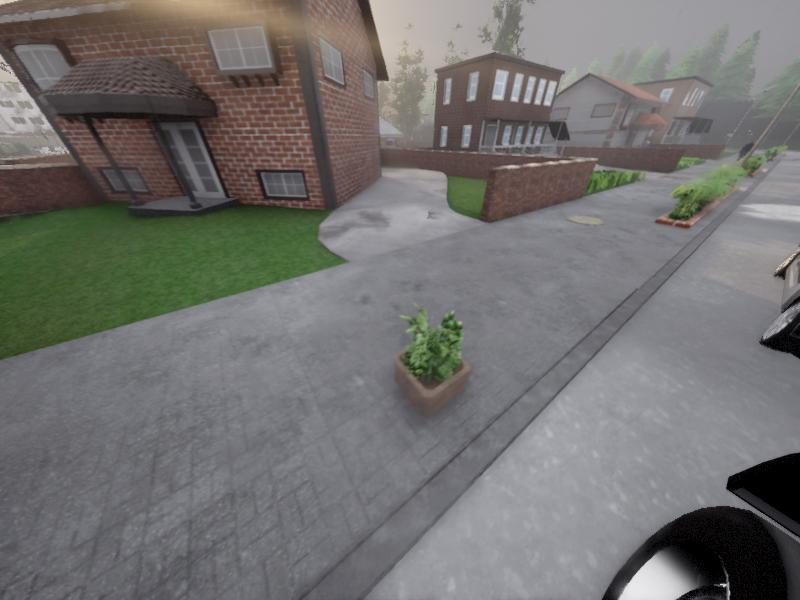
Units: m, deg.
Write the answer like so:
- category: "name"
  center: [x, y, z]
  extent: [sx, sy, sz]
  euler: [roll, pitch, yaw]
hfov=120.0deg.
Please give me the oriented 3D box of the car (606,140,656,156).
- category: "car"
  center: [27.656, -18.363, 27.796]
  extent: [1.845, 1.501, 3.633]
  euler: [-22, 41, -28]

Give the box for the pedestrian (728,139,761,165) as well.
- category: "pedestrian"
  center: [30.205, -12.991, 20.255]
  extent: [0.751, 1.860, 0.751]
  euler: [-22, 40, -27]

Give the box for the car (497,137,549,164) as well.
- category: "car"
  center: [10.838, -13.237, 20.379]
  extent: [3.866, 1.878, 1.905]
  euler: [-22, 41, -28]

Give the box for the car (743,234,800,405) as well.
- category: "car"
  center: [6.552, -0.187, 2.708]
  extent: [5.238, 1.638, 1.930]
  euler: [-22, 41, -28]
